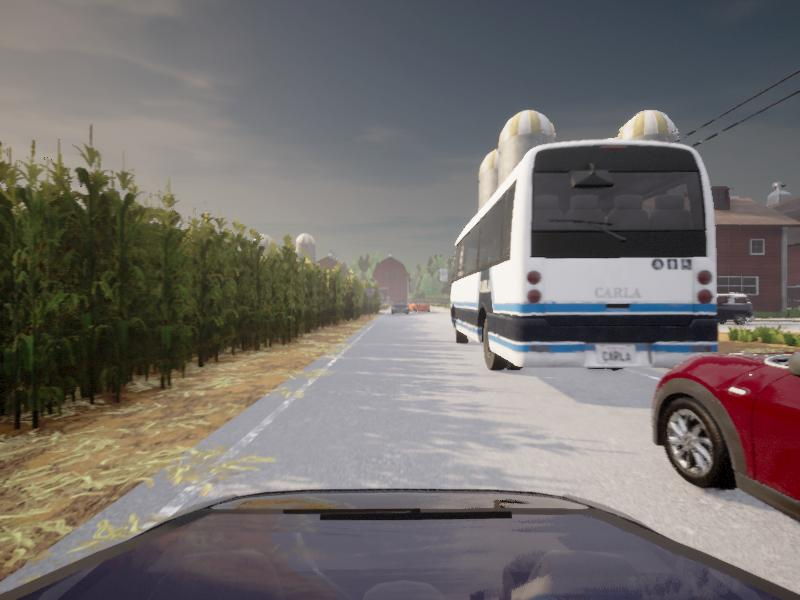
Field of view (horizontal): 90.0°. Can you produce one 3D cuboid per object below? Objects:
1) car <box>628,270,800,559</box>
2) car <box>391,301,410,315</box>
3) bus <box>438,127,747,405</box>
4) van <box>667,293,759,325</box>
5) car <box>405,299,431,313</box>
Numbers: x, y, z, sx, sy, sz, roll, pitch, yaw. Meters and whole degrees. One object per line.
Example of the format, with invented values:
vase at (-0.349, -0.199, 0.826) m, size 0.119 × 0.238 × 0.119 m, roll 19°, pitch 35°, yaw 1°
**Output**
car at (3.497, 0.701, 2.020) m, size 2.097 × 1.767 × 4.553 m, roll 0°, pitch 0°, yaw 0°
car at (-0.013, 0.897, 46.662) m, size 2.038 × 1.542 × 4.974 m, roll 0°, pitch 0°, yaw -1°
bus at (3.425, -0.516, 11.285) m, size 3.944 × 4.253 × 10.273 m, roll 0°, pitch 0°, yaw 1°
van at (20.505, 0.583, 26.359) m, size 4.480 × 2.038 × 2.069 m, roll 0°, pitch 0°, yaw -1°
car at (2.308, 0.775, 53.350) m, size 2.097 × 1.767 × 4.553 m, roll 0°, pitch 0°, yaw -16°
